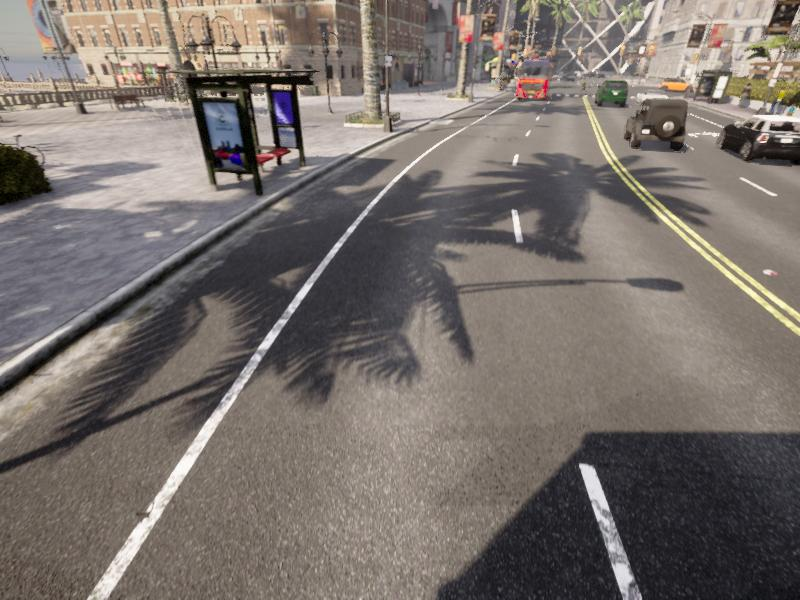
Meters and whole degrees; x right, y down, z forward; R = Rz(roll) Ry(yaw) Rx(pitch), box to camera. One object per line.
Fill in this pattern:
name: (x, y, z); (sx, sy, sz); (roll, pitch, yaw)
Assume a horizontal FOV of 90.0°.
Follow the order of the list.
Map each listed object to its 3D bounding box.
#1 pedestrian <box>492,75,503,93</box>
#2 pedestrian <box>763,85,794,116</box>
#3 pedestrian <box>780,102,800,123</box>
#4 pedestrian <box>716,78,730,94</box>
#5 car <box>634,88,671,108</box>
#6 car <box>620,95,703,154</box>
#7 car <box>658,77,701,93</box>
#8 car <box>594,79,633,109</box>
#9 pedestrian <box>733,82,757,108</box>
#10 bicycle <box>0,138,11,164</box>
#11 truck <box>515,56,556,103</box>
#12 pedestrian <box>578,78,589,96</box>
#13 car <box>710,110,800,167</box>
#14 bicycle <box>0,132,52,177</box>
pedestrian: (12.074, -26.683, 49.438); (0.751, 1.860, 0.751); (-23, 38, -34)
pedestrian: (26.109, -13.817, 27.657); (0.751, 1.860, 0.751); (10, 32, 16)
pedestrian: (23.601, -11.343, 24.161); (0.500, 1.100, 0.500); (13, 33, 21)
pedestrian: (42.583, -28.252, 52.761); (0.751, 1.860, 0.751); (23, 37, 34)
car: (22.788, -18.361, 36.275); (1.895, 1.301, 4.718); (11, 32, 17)
car: (11.235, -7.805, 17.555); (1.905, 1.878, 3.866); (10, 32, 16)
car: (38.905, -30.038, 55.879); (4.553, 1.767, 2.097); (16, 34, 25)
car: (18.808, -18.374, 35.510); (2.150, 2.045, 5.566); (10, 32, 16)
pedestrian: (28.252, -16.800, 32.769); (0.751, 1.860, 0.751); (10, 32, 16)
bicycle: (-13.607, -4.765, 12.667); (0.373, 1.024, 1.643); (11, 32, 17)
truck: (14.230, -23.091, 41.744); (2.891, 3.827, 8.468); (11, 32, 17)
pedestrian: (21.848, -25.383, 47.633); (0.751, 1.860, 0.751); (9, 32, 15)
car: (14.139, -6.384, 15.573); (1.970, 1.475, 3.806); (10, 32, 15)
bicycle: (-11.712, -4.412, 12.087); (0.373, 1.024, 1.643); (11, 32, 17)
